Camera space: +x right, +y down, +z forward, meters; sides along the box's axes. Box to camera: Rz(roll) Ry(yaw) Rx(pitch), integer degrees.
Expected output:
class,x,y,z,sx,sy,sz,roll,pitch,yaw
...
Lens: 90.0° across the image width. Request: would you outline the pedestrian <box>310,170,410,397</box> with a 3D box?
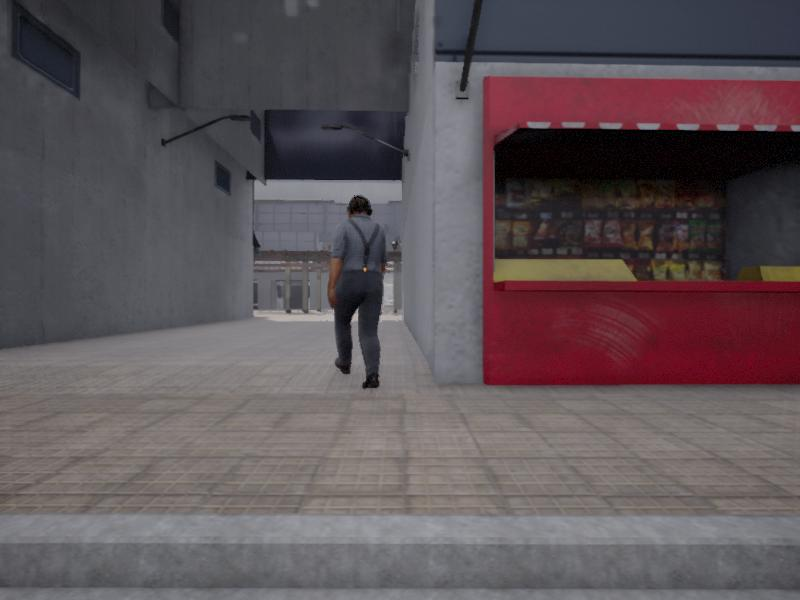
class,x,y,z,sx,sy,sz,roll,pitch,yaw
pedestrian,-0.402,-0.136,3.764,0.751,1.860,0.751,0,0,-22
